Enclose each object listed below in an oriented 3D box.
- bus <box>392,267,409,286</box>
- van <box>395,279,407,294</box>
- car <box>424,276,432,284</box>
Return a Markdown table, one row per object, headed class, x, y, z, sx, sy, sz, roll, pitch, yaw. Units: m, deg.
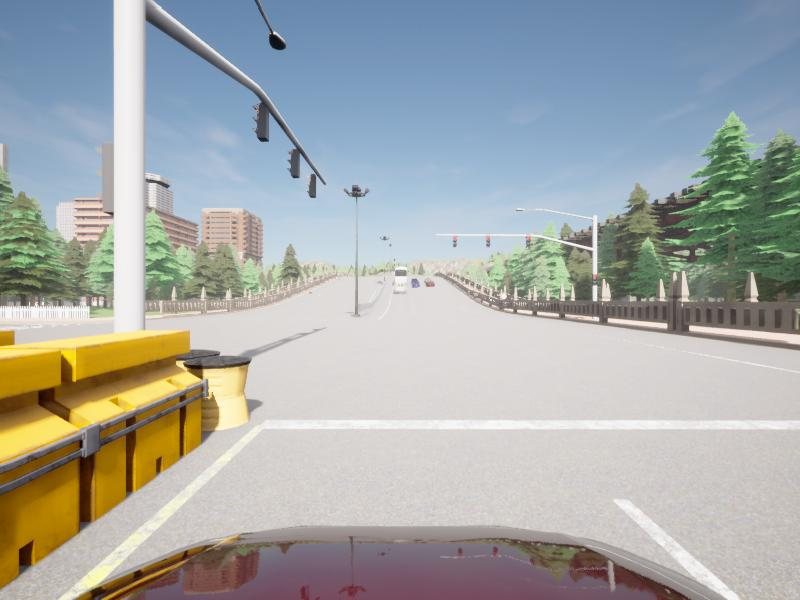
| class | x | y | z | sx | sy | sz | roll | pitch | yaw |
| --- | --- | --- | --- | --- | --- | --- | --- | --- | --- |
| bus | 0.159 | -6.141 | 101.554 | 3.944 | 4.253 | 10.273 | 0 | 7 | 0 |
| van | 0.174 | -2.819 | 82.584 | 2.351 | 2.431 | 6.366 | 0 | 7 | 0 |
| car | 7.305 | -5.321 | 105.850 | 1.801 | 1.575 | 5.366 | 0 | 7 | 0 |
